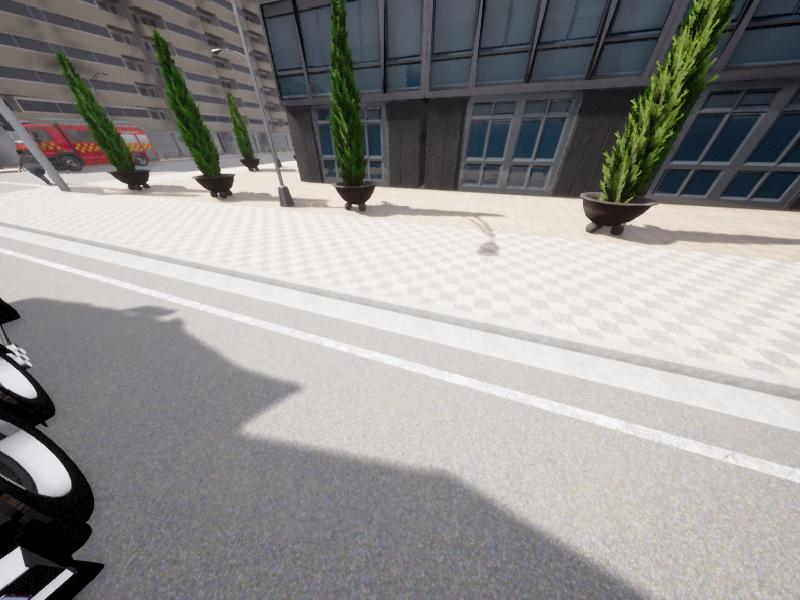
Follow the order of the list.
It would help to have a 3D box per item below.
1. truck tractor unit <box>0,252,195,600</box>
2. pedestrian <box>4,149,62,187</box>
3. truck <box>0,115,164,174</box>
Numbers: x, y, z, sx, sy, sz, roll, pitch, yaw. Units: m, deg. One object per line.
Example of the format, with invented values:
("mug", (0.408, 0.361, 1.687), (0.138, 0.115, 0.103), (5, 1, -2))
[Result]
("truck tractor unit", (-5.091, -0.321, 0.810), (6.516, 4.208, 3.053), (19, 39, 25))
("pedestrian", (-20.963, -7.554, 13.244), (0.751, 1.860, 0.751), (7, 35, 10))
("truck", (-29.147, -14.683, 21.873), (2.891, 3.827, 8.468), (11, 36, 16))
